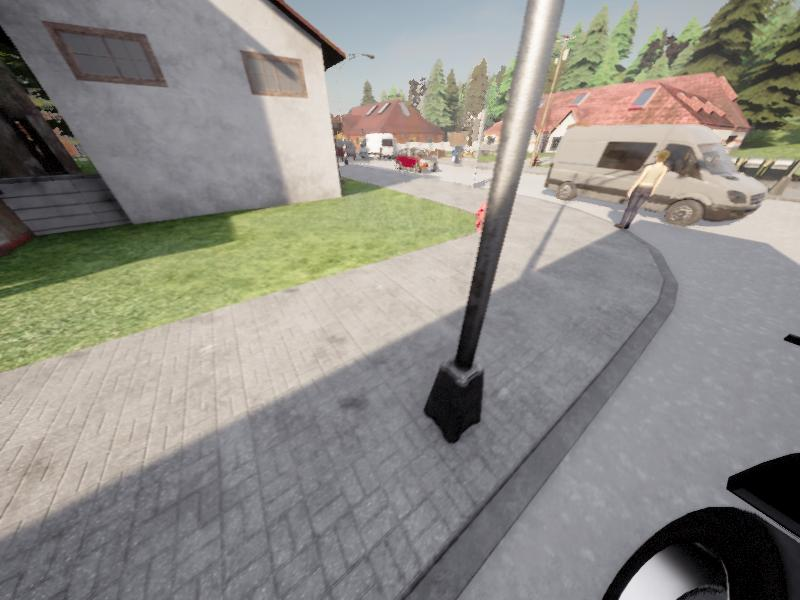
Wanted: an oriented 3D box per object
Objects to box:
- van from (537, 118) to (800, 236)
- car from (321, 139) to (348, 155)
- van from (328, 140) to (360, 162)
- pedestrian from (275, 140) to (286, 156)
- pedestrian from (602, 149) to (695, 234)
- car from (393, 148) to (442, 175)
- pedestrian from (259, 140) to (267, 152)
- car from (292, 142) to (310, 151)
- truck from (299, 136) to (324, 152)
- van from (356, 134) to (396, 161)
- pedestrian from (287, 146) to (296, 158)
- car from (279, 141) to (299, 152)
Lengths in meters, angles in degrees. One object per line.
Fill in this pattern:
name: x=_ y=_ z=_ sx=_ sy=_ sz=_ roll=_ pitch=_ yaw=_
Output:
van: x=8.466 y=-4.567 z=8.116 sx=1.988 sy=2.561 sz=5.915 roll=-15 pitch=38 yaw=-20
car: x=-10.776 y=-25.004 z=37.667 sx=2.150 sy=2.045 sz=5.566 roll=-22 pitch=41 yaw=-27
van: x=-6.646 y=-17.521 z=27.075 sx=1.775 sy=1.987 sz=4.442 roll=-22 pitch=41 yaw=-28
pedestrian: x=-16.791 y=-21.320 z=32.426 sx=0.751 sy=1.860 sz=0.751 roll=-22 pitch=40 yaw=-27
pedestrian: x=6.256 y=-2.794 z=5.987 sx=0.751 sy=1.860 sz=0.751 roll=14 pitch=38 yaw=19
car: x=1.224 y=-10.809 z=17.878 sx=1.789 sy=1.549 sz=3.705 roll=-22 pitch=40 yaw=-28
pedestrian: x=-24.633 y=-27.770 z=41.629 sx=0.751 sy=1.860 sz=0.751 roll=-14 pitch=38 yaw=-19
car: x=-21.800 y=-33.862 z=50.753 sx=2.038 sy=1.542 sz=4.974 roll=-21 pitch=40 yaw=-27
truck: x=-17.456 y=-30.730 z=45.455 sx=2.627 sy=2.467 sz=5.204 roll=-22 pitch=40 yaw=-28
van: x=-3.031 y=-18.789 z=28.361 sx=1.988 sy=2.561 sz=5.915 roll=-22 pitch=40 yaw=-27
pedestrian: x=-13.709 y=-18.719 z=29.200 sx=0.751 sy=1.300 sz=0.751 roll=-11 pitch=37 yaw=-15
car: x=-21.621 y=-29.779 z=44.844 sx=2.242 sy=1.667 sz=4.611 roll=-22 pitch=41 yaw=-28
